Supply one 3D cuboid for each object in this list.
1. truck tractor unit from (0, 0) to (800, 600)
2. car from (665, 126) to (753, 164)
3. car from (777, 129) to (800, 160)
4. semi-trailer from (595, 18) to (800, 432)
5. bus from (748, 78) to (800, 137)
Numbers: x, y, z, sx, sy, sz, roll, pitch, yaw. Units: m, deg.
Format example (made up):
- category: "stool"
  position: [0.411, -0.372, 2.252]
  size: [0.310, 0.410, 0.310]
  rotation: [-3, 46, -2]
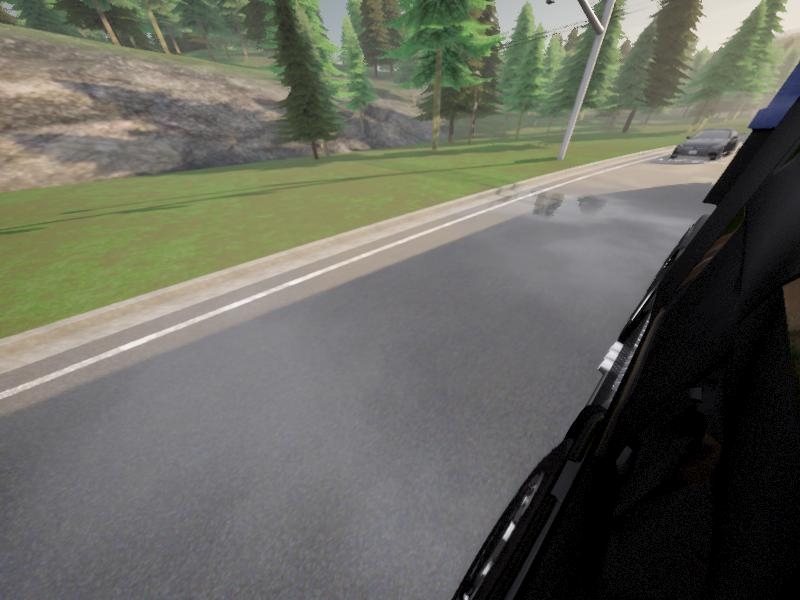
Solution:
- category: "truck tractor unit"
  position: [2.645, -0.295, 0.352]
  size: [6.516, 4.208, 3.053]
  rotation: [-28, 44, -30]
- category: "car"
  position: [17.747, -8.984, 13.271]
  size: [4.674, 1.442, 1.812]
  rotation: [-22, 41, -24]
- category: "car"
  position: [22.550, -8.511, 12.244]
  size: [3.705, 1.549, 1.789]
  rotation: [-22, 41, -23]
- category: "semi-trailer"
  position: [8.873, -3.485, 4.040]
  size: [14.254, 4.402, 2.717]
  rotation: [-26, 43, -28]
- category: "bus"
  position: [40.434, -18.794, 22.547]
  size: [10.273, 4.253, 3.944]
  rotation: [-21, 40, -22]
